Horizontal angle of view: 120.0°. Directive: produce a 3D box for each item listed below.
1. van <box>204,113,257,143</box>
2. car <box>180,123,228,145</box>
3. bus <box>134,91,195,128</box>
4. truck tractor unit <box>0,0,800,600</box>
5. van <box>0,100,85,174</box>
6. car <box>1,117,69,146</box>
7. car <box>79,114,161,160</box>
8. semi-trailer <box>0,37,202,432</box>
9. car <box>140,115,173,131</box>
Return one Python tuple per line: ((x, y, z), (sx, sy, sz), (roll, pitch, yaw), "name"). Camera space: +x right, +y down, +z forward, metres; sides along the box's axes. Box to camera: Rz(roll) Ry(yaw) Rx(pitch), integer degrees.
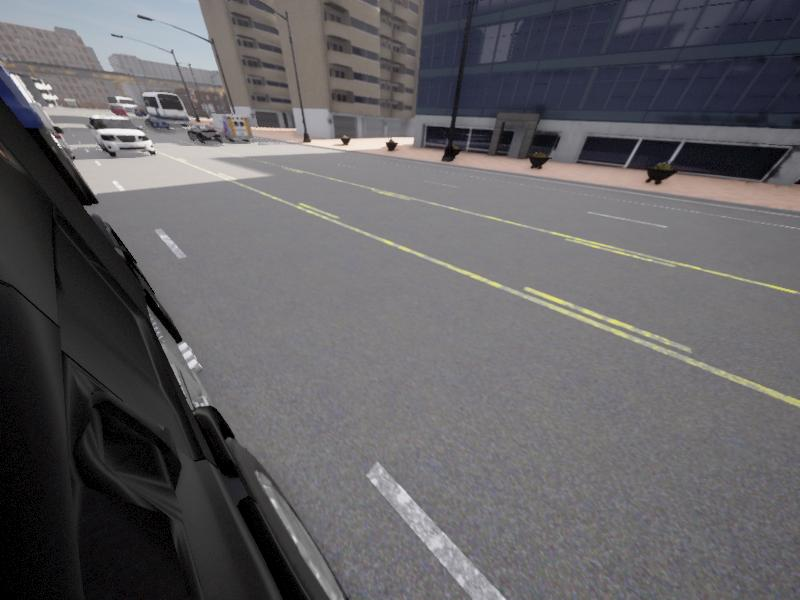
((-19.757, -20.002, 26.885), (6.366, 2.431, 2.351), (29, 44, 29), "van")
((-20.182, -17.069, 23.762), (4.902, 1.511, 2.128), (29, 44, 30), "car")
((-39.647, -32.106, 38.920), (10.273, 4.253, 3.944), (30, 45, 29), "bus")
((-2.645, -0.295, 0.351), (6.516, 4.208, 3.053), (28, 44, 30), "truck tractor unit")
((-18.003, -7.936, 11.042), (6.366, 2.431, 2.351), (29, 44, 30), "van")
((-27.946, -13.029, 17.827), (4.902, 1.511, 2.128), (29, 44, 30), "car")
((-18.068, -10.584, 14.889), (5.566, 2.045, 2.150), (28, 44, 30), "car")
((-8.738, -3.583, 4.180), (14.254, 4.402, 2.717), (28, 43, 29), "semi-trailer")
((-35.429, -25.715, 33.583), (5.357, 1.411, 2.033), (30, 45, 29), "car")
